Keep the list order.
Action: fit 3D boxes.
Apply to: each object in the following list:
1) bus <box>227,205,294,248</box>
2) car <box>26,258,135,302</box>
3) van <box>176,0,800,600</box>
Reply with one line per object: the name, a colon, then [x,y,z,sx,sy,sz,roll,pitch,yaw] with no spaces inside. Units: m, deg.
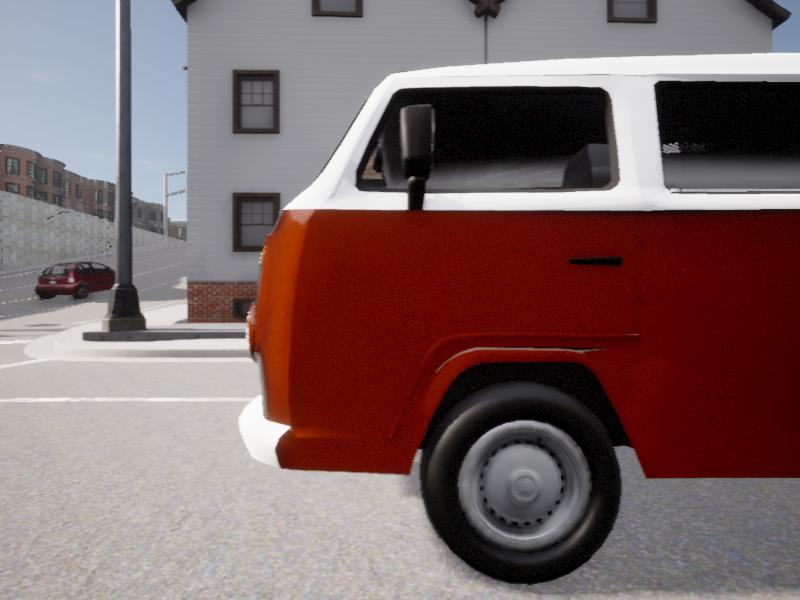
bus: [-15.240,-8.250,44.990,3.944,4.253,10.273,0,11,-1]
car: [-14.830,-1.037,18.936,1.851,1.617,3.988,0,10,0]
van: [1.589,-0.031,2.206,4.480,2.038,2.069,0,0,0]
